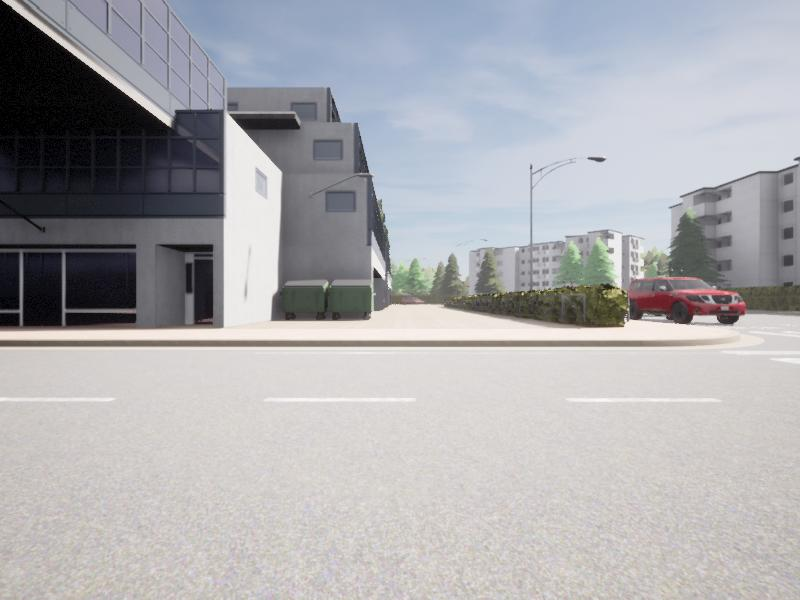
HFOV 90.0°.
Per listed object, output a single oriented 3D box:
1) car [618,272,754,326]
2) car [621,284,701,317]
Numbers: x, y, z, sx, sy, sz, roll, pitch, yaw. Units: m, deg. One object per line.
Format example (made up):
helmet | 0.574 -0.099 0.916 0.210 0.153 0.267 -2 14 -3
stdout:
car | 12.393 -0.031 18.012 2.150 2.045 5.566 0 0 0
car | 15.904 0.056 24.704 1.932 1.855 4.605 0 -1 0
